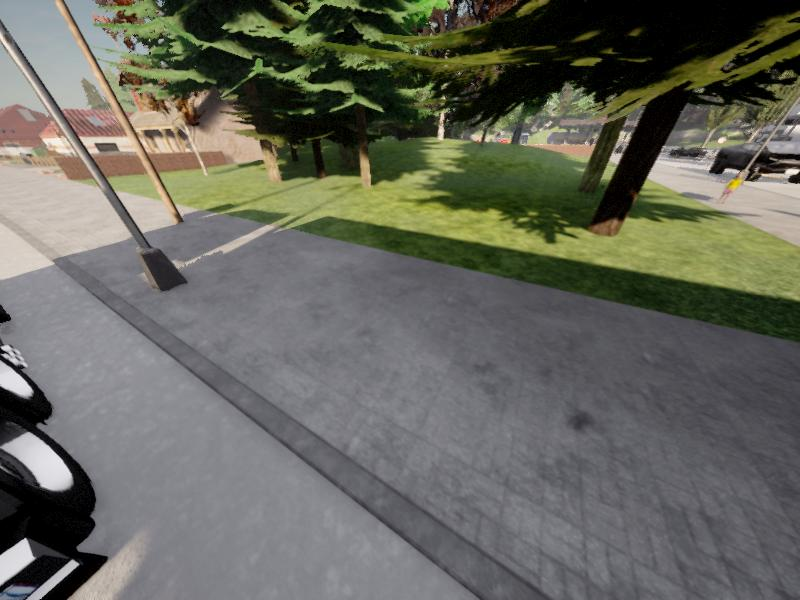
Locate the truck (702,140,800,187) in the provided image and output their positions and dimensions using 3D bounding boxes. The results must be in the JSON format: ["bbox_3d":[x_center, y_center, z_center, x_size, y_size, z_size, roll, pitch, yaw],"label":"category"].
[{"bbox_3d":[23.134,-8.901,14.754,2.390,2.098,6.274,18,39,24],"label":"truck"}]

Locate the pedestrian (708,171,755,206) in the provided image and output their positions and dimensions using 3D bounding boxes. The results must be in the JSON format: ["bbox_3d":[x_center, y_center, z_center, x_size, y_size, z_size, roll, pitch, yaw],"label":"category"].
[{"bbox_3d":[12.657,-4.279,8.855,0.500,1.100,0.500,24,41,30],"label":"pedestrian"}]

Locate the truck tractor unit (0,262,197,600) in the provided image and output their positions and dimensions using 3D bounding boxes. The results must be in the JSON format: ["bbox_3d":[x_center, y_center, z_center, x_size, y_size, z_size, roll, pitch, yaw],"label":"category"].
[{"bbox_3d":[-5.109,-0.304,0.780,6.516,4.208,3.053,18,39,24],"label":"truck tractor unit"}]

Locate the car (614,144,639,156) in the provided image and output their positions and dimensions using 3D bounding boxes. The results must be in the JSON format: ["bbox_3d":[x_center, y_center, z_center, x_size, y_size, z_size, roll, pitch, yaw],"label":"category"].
[{"bbox_3d":[42.502,-28.245,43.435,2.152,1.651,5.027,18,39,24],"label":"car"}]

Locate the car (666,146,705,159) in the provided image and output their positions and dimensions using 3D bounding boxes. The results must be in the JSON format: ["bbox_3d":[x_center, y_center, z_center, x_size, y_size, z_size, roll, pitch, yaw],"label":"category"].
[{"bbox_3d":[39.383,-20.535,32.036,1.895,1.301,4.718,18,39,24],"label":"car"}]

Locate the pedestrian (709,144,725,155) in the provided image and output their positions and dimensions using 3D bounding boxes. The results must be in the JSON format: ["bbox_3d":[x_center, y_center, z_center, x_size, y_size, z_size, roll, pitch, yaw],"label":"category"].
[{"bbox_3d":[48.596,-23.106,35.425,0.751,1.300,0.751,9,36,13],"label":"pedestrian"}]

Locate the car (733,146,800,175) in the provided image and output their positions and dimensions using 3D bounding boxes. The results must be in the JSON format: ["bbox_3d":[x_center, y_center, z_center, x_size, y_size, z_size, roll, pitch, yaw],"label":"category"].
[{"bbox_3d":[30.271,-11.339,18.599,1.930,1.638,5.238,17,39,24],"label":"car"}]

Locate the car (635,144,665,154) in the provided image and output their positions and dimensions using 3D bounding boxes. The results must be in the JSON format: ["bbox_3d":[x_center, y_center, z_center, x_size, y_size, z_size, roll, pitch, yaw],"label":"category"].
[{"bbox_3d":[47.316,-28.648,43.818,2.033,1.411,5.357,14,37,20],"label":"car"}]
